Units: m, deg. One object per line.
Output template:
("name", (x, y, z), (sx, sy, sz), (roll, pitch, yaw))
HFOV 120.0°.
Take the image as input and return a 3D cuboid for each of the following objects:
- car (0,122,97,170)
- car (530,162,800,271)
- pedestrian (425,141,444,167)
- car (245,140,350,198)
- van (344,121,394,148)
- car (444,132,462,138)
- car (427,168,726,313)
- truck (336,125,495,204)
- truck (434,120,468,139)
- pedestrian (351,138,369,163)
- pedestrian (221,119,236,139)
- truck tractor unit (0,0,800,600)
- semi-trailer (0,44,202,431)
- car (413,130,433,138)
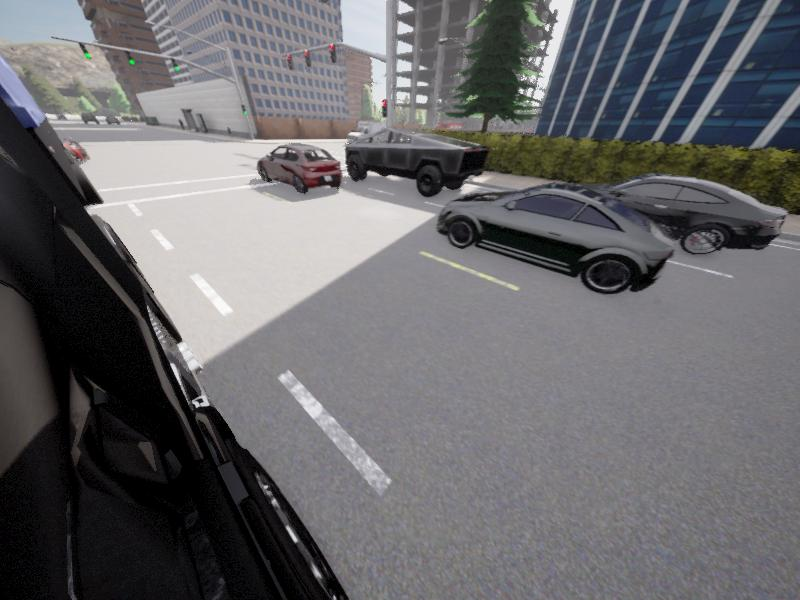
("car", (-18.413, -7.294, 10.872), (2.242, 1.667, 4.611), (28, 44, 30))
("car", (6.454, -2.545, 6.180), (4.674, 1.442, 1.812), (28, 44, 30))
("pedestrian", (2.169, -9.298, 14.707), (0.751, 1.300, 0.751), (25, 43, 27))
("car", (-4.225, -5.520, 9.472), (4.193, 1.474, 1.816), (28, 44, 30))
("van", (-3.714, -21.003, 29.330), (2.351, 2.431, 6.366), (28, 44, 30))
("car", (15.166, -47.376, 66.331), (4.718, 1.301, 1.895), (28, 44, 30))
("car", (2.924, -1.651, 4.848), (4.181, 1.385, 1.994), (28, 44, 30))
("truck", (0.325, -6.095, 9.983), (6.274, 2.098, 2.390), (28, 44, 30))
("truck", (13.709, -46.437, 62.903), (8.468, 3.827, 2.891), (28, 44, 30))
("pedestrian", (-2.629, -9.927, 15.316), (0.751, 1.300, 0.751), (29, 44, 30))
("pedestrian", (-21.010, -20.939, 28.318), (0.751, 1.860, 0.751), (27, 43, 28))
("truck tractor unit", (-2.645, -0.295, 0.351), (6.516, 4.208, 3.053), (28, 44, 30))
("semi-trailer", (-8.694, -3.608, 4.231), (14.254, 4.402, 2.717), (28, 44, 30))
("car", (6.015, -44.116, 61.288), (4.974, 1.542, 2.038), (28, 44, 30))
